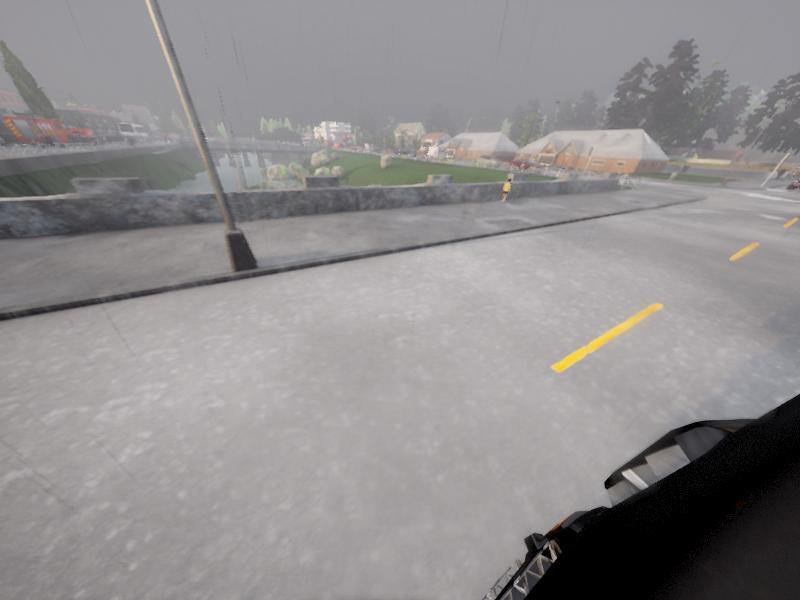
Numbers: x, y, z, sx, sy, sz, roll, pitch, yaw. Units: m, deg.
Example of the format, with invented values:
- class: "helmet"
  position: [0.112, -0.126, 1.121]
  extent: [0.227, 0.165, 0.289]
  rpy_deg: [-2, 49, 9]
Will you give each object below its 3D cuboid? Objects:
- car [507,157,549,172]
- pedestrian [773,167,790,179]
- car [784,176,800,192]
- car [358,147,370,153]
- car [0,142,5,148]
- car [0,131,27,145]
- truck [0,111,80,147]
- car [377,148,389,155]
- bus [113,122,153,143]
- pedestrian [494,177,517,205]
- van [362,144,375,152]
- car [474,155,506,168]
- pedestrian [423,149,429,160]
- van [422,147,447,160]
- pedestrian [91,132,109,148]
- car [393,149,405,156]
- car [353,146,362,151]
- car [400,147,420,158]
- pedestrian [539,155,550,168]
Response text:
- class: "car"
  position: [18.456, -19.765, 33.716]
  extent: [1.882, 1.535, 5.008]
  rpy_deg: [-15, 38, -25]
- class: "pedestrian"
  position: [70.068, -23.252, 42.398]
  extent: [0.751, 1.860, 0.751]
  rpy_deg: [-16, 38, -26]
- class: "car"
  position: [43.814, -12.394, 24.723]
  extent: [4.181, 1.385, 1.994]
  rpy_deg: [-15, 38, -25]
- class: "car"
  position: [-12.402, -51.640, 79.256]
  extent: [2.038, 1.542, 4.974]
  rpy_deg: [-15, 38, -25]
- class: "car"
  position: [-47.761, -17.809, 25.750]
  extent: [1.816, 1.474, 4.193]
  rpy_deg: [-15, 38, -25]
- class: "car"
  position: [-57.704, -23.539, 33.559]
  extent: [1.851, 1.617, 3.988]
  rpy_deg: [-15, 38, -25]
- class: "truck"
  position: [-54.702, -26.014, 35.431]
  extent: [2.891, 3.827, 8.468]
  rpy_deg: [-15, 38, -25]
- class: "car"
  position: [-5.017, -43.979, 68.353]
  extent: [1.851, 1.617, 3.988]
  rpy_deg: [-15, 38, -25]
- class: "bus"
  position: [-75.307, -47.333, 65.537]
  extent: [3.944, 4.253, 10.273]
  rpy_deg: [-15, 38, -25]
- class: "pedestrian"
  position: [4.923, -5.107, 10.788]
  extent: [0.500, 1.100, 0.500]
  rpy_deg: [-16, 38, -26]
- class: "van"
  position: [-11.535, -55.679, 84.634]
  extent: [2.351, 2.431, 6.366]
  rpy_deg: [-15, 38, -25]
- class: "car"
  position: [15.013, -23.283, 38.754]
  extent: [2.007, 1.525, 4.514]
  rpy_deg: [-15, 38, -25]
- class: "pedestrian"
  position: [5.285, -29.412, 46.695]
  extent: [0.751, 1.860, 0.751]
  rpy_deg: [-16, 38, -26]
- class: "van"
  position: [8.248, -35.231, 55.397]
  extent: [2.351, 2.431, 6.366]
  rpy_deg: [-15, 38, -25]
- class: "pedestrian"
  position: [-43.542, -23.155, 33.539]
  extent: [0.751, 1.860, 0.751]
  rpy_deg: [-15, 38, -25]
- class: "car"
  position: [-0.404, -43.750, 68.412]
  extent: [1.816, 1.474, 4.193]
  rpy_deg: [-15, 38, -25]
- class: "car"
  position: [-17.251, -61.189, 93.300]
  extent: [1.882, 1.535, 5.008]
  rpy_deg: [-15, 38, -25]
- class: "car"
  position: [2.364, -36.584, 57.321]
  extent: [2.150, 2.045, 5.566]
  rpy_deg: [-15, 38, -25]
- class: "pedestrian"
  position: [24.882, -23.821, 39.787]
  extent: [0.751, 1.860, 0.751]
  rpy_deg: [-16, 38, -26]
